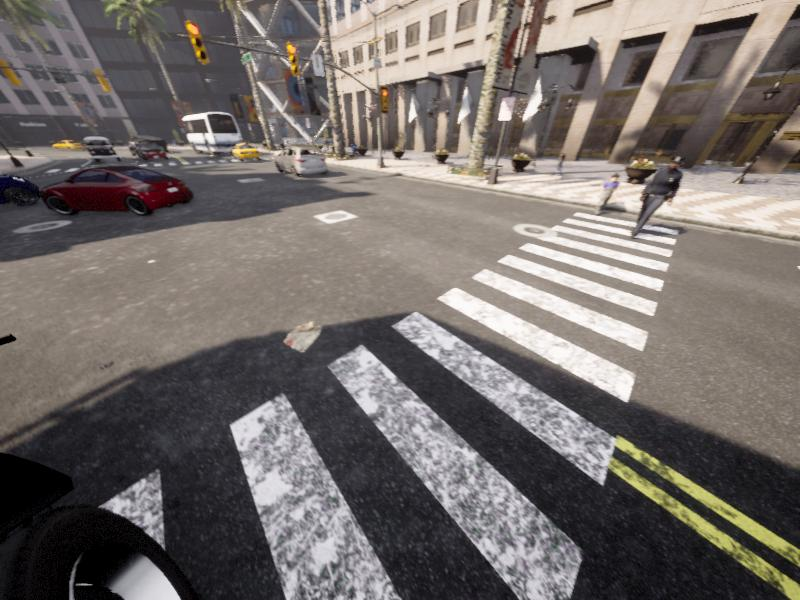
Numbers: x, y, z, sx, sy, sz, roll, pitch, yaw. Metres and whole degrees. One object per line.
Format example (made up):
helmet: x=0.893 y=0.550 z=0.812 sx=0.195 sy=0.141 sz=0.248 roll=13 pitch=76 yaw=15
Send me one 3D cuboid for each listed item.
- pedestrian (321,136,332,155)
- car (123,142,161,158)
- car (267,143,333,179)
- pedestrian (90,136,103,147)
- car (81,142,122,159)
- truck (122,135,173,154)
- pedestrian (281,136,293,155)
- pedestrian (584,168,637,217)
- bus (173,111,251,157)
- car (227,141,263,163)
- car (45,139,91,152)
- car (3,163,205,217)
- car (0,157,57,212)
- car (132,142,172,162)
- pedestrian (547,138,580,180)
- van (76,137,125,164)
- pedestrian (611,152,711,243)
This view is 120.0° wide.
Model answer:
pedestrian: x=-8.959 y=-18.932 z=28.283 sx=0.751 sy=1.860 sz=0.751 roll=-29 pitch=45 yaw=-34
car: x=-31.757 y=-18.573 z=28.463 sx=3.806 sy=1.475 sz=1.970 roll=22 pitch=41 yaw=27
car: x=-6.842 y=-9.565 z=15.724 sx=2.242 sy=1.667 sz=4.611 roll=-28 pitch=44 yaw=-33
pedestrian: x=-61.365 y=-32.097 z=46.696 sx=0.751 sy=1.860 sz=0.751 roll=-27 pitch=43 yaw=-32
car: x=-34.014 y=-17.073 z=26.333 sx=3.633 sy=1.501 sz=1.845 roll=22 pitch=41 yaw=27
truck: x=-37.340 y=-23.040 z=34.151 sx=6.274 sy=2.098 sz=2.390 roll=15 pitch=38 yaw=20
pedestrian: x=-13.978 y=-19.125 z=28.563 sx=0.751 sy=1.860 sz=0.751 roll=-17 pitch=39 yaw=-22
pedestrian: x=6.803 y=-3.517 z=7.560 sx=0.751 sy=1.300 sz=0.751 roll=18 pitch=39 yaw=23
bus: x=-24.486 y=-21.386 z=29.980 sx=10.273 sy=4.253 sz=3.944 roll=26 pitch=43 yaw=31
car: x=-16.180 y=-15.469 z=24.025 sx=1.801 sy=1.575 sz=5.366 roll=-25 pitch=43 yaw=-31
car: x=-54.376 y=-25.392 z=37.901 sx=5.366 sy=1.575 sz=1.801 roll=7 pitch=36 yaw=10
car: x=-9.985 y=-3.948 z=8.178 sx=4.181 sy=1.385 sz=1.994 roll=1 pitch=36 yaw=2
car: x=-15.270 y=-3.733 z=7.753 sx=1.845 sy=1.501 sz=3.633 roll=15 pitch=39 yaw=20
car: x=-26.847 y=-16.064 z=24.962 sx=4.792 sy=1.488 sz=2.163 roll=30 pitch=45 yaw=35
pedestrian: x=8.867 y=-7.663 z=12.579 sx=0.751 sy=1.860 sz=0.751 roll=-30 pitch=45 yaw=-35
van: x=-29.452 y=-14.887 z=22.854 sx=4.480 sy=2.038 sz=2.069 roll=30 pitch=45 yaw=35
pedestrian: x=6.239 y=-2.479 z=5.639 sx=0.751 sy=1.860 sz=0.751 roll=-23 pitch=41 yaw=-28
